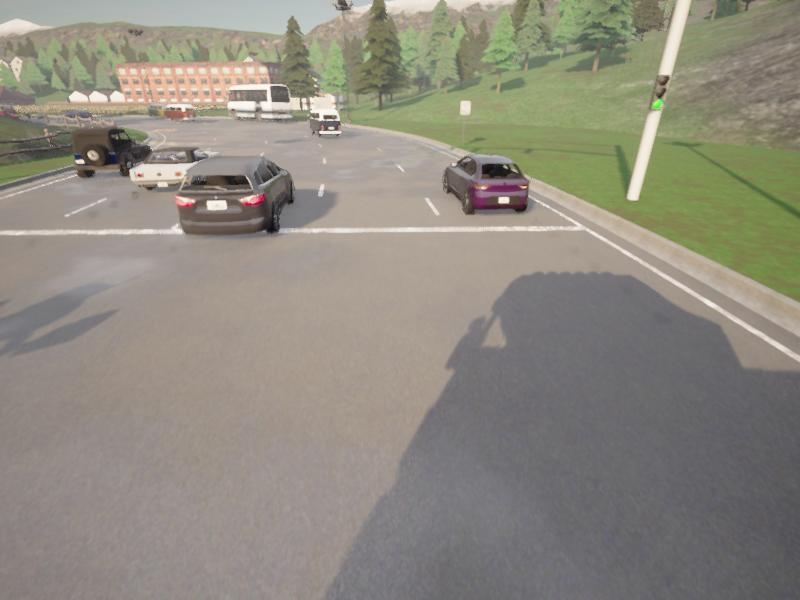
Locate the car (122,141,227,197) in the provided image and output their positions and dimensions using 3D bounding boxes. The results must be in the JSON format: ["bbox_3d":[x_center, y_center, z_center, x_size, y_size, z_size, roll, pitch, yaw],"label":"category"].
[{"bbox_3d":[-8.341,-5.183,15.385,1.895,1.301,4.718,-4,27,-7],"label":"car"}]

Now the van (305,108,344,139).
[{"bbox_3d":[-6.282,-14.676,33.123,2.069,2.038,4.480,-10,29,-21],"label":"van"}]

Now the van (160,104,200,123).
[{"bbox_3d":[-27.973,-23.737,50.879,4.480,2.038,2.069,15,29,27],"label":"van"}]

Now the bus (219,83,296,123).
[{"bbox_3d":[-18.670,-25.672,52.208,10.273,4.253,3.944,20,32,34],"label":"bus"}]

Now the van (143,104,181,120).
[{"bbox_3d":[-33.888,-26.857,57.045,4.442,1.987,1.775,10,29,18],"label":"van"}]

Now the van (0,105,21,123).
[{"bbox_3d":[-51.629,-23.821,51.148,4.442,1.987,1.775,4,27,9],"label":"van"}]

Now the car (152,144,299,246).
[{"bbox_3d":[-4.240,-3.050,10.798,2.242,1.667,4.611,-2,27,-5],"label":"car"}]

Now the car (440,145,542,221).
[{"bbox_3d":[2.564,-3.795,12.452,1.816,1.474,4.193,-3,27,-5],"label":"car"}]

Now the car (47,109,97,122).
[{"bbox_3d":[-43.555,-24.567,53.151,4.792,1.488,2.163,4,27,9],"label":"car"}]

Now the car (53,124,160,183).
[{"bbox_3d":[-12.213,-6.366,17.052,1.905,1.878,3.866,-4,28,-8],"label":"car"}]
